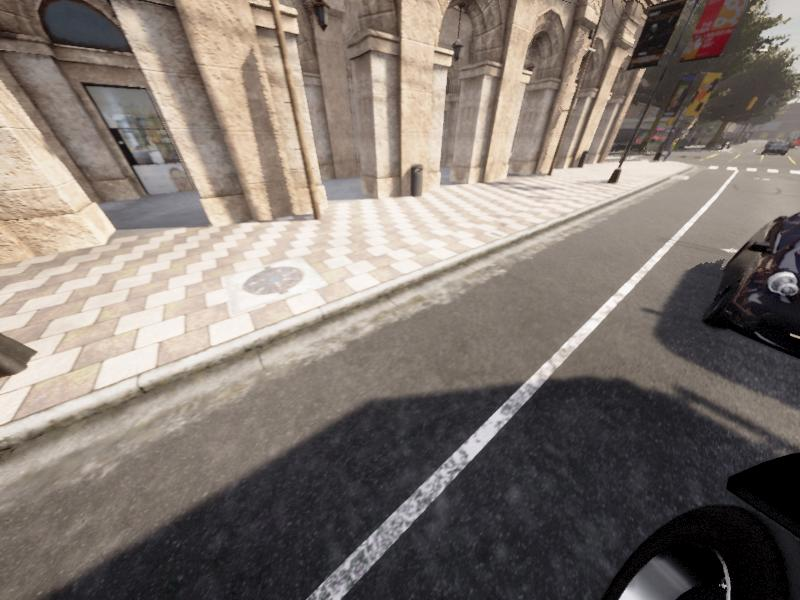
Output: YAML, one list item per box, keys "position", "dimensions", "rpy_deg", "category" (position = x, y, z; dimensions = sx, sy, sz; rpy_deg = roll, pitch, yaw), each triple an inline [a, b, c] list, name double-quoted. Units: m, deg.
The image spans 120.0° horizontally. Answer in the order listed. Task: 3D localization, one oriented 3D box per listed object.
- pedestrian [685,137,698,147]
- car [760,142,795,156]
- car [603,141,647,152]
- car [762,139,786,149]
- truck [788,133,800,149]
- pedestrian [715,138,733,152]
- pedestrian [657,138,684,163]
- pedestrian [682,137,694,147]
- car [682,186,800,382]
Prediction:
- position: [64.711, -35.130, 51.236]
  dimensions: [0.751, 1.860, 0.751]
  rpy_deg: [10, 37, 14]
  category: "pedestrian"
- position: [51.006, -20.470, 31.286]
  dimensions: [4.181, 1.385, 1.994]
  rpy_deg: [-24, 42, -30]
  category: "car"
- position: [38.731, -26.551, 39.931]
  dimensions: [2.128, 1.511, 4.902]
  rpy_deg: [-24, 42, -30]
  category: "car"
- position: [78.562, -32.852, 48.560]
  dimensions: [4.902, 1.511, 2.128]
  rpy_deg: [-24, 42, -30]
  category: "car"
- position: [80.107, -31.419, 45.622]
  dimensions: [5.204, 2.467, 2.627]
  rpy_deg: [-24, 42, -30]
  category: "truck"
- position: [51.973, -24.853, 37.036]
  dimensions: [0.751, 1.860, 0.751]
  rpy_deg: [20, 40, 27]
  category: "pedestrian"
- position: [25.156, -13.910, 21.491]
  dimensions: [0.751, 1.860, 0.751]
  rpy_deg: [-23, 41, -28]
  category: "pedestrian"
- position: [64.248, -35.346, 51.545]
  dimensions: [0.751, 1.860, 0.751]
  rpy_deg: [-21, 40, -27]
  category: "pedestrian"
- position: [5.872, -0.347, 3.022]
  dimensions: [3.633, 1.501, 1.845]
  rpy_deg: [-24, 41, -29]
  category: "car"
